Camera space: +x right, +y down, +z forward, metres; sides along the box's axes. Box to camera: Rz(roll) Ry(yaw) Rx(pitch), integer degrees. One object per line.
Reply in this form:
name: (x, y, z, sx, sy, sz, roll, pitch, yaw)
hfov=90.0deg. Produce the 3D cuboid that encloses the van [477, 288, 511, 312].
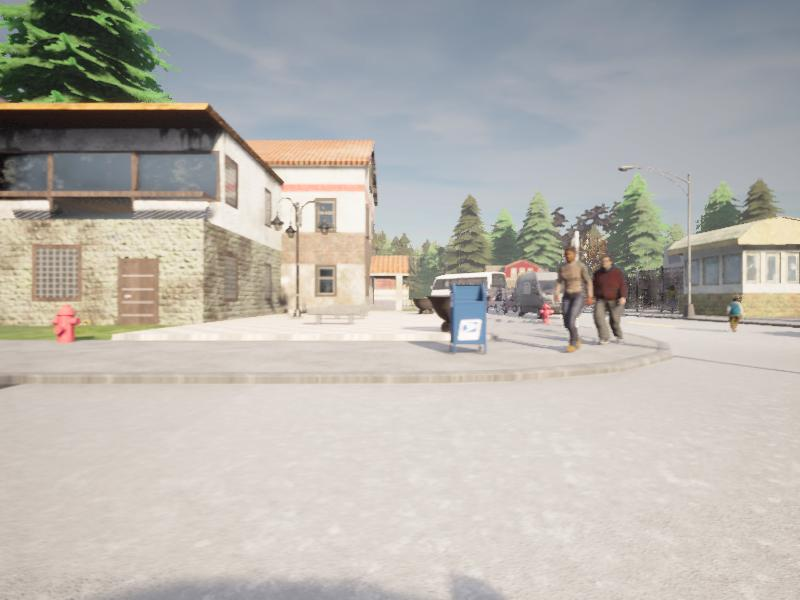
van: (8.069, 0.003, 34.738, 1.775, 1.987, 4.442, 0, 0, -1)

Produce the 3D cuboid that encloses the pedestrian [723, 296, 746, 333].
pedestrian: (10.267, 0.423, 12.295, 0.500, 1.100, 0.500, 0, 0, 35)

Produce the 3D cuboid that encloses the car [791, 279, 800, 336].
car: (12.134, 0.179, 8.964, 1.930, 1.638, 5.238, 0, -1, 5)

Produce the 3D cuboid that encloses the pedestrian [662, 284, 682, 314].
pedestrian: (17.000, -0.057, 25.015, 0.751, 1.860, 0.751, 0, 0, 8)

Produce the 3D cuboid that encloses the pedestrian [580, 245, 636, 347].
pedestrian: (4.051, -0.073, 7.784, 0.751, 1.860, 0.751, 0, 0, -42)

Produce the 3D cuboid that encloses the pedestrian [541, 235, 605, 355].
pedestrian: (2.911, -0.074, 6.737, 0.751, 1.860, 0.751, 0, 0, -43)

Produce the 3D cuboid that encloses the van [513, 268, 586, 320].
van: (8.216, -0.273, 22.683, 1.988, 2.561, 5.915, 0, 0, 1)

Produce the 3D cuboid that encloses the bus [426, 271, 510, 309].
bus: (8.199, -1.132, 49.862, 3.944, 4.253, 10.273, 0, 0, -39)

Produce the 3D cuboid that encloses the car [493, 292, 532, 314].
car: (8.112, 0.219, 29.243, 1.789, 1.549, 3.705, 0, 0, 0)
